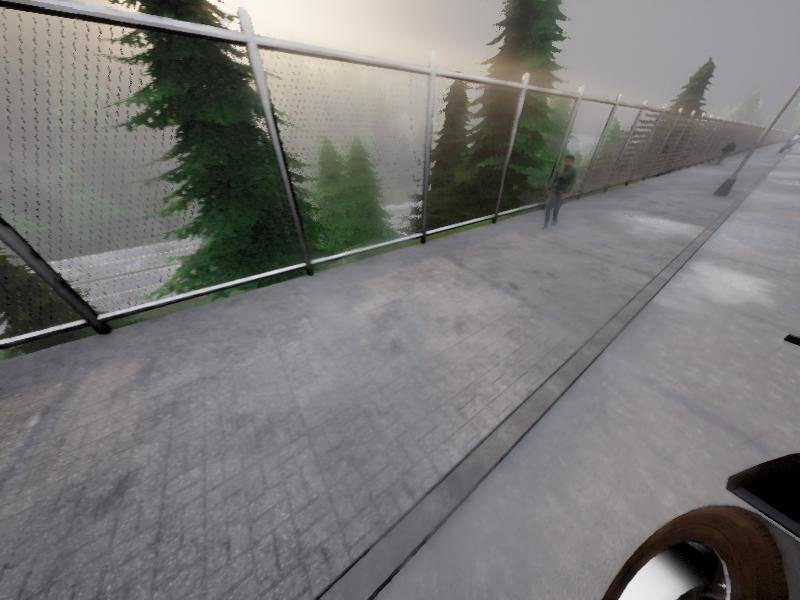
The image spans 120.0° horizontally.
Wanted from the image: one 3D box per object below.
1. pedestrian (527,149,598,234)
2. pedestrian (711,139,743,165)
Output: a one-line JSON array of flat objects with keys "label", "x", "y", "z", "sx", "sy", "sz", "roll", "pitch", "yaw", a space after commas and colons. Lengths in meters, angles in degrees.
[{"label": "pedestrian", "x": 4.173, "y": -2.822, "z": 6.049, "sx": 0.751, "sy": 1.860, "sz": 0.751, "roll": -27, "pitch": 43, "yaw": -32}, {"label": "pedestrian", "x": 28.465, "y": -12.860, "z": 20.124, "sx": 0.751, "sy": 1.860, "sz": 0.751, "roll": -21, "pitch": 40, "yaw": -26}]
